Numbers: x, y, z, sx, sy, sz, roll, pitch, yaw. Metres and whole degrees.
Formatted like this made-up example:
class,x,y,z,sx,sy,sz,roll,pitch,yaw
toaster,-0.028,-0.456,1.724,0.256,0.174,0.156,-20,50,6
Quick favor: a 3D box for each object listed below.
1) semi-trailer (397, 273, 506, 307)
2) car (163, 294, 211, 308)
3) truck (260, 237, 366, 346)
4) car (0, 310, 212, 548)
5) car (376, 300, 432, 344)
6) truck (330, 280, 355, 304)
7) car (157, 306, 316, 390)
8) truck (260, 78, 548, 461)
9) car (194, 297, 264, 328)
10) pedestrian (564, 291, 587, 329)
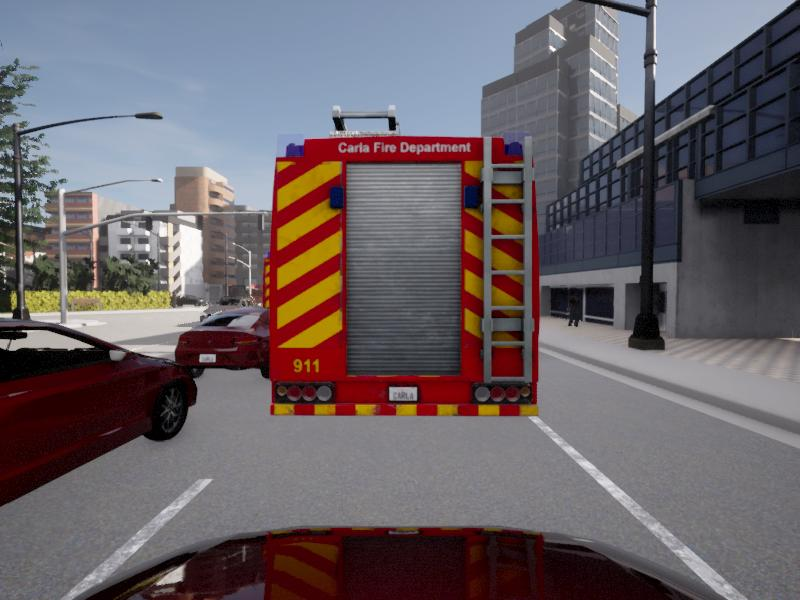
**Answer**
class,x,y,z,sx,sy,sz,roll,pitch,yaw
semi-trailer,6.836,-1.382,53.807,14.254,4.402,2.717,0,1,-4
car,-27.246,0.090,51.336,5.027,1.651,2.152,0,1,1
truck,-3.409,-0.337,18.226,2.891,3.827,8.468,0,0,1
car,-3.468,0.860,3.307,1.816,1.474,4.193,0,0,1
car,0.180,0.817,17.201,2.038,1.542,4.974,0,1,1
truck,-9.771,-1.342,68.882,2.891,3.827,8.468,0,1,0
car,-3.435,0.891,9.530,1.812,1.442,4.674,0,0,1
truck,0.092,-0.302,8.253,2.891,3.827,8.468,0,0,1
car,-10.231,0.671,24.396,2.242,1.667,4.611,0,1,1
pedestrian,8.760,0.460,20.035,0.751,1.860,0.751,0,1,-10
